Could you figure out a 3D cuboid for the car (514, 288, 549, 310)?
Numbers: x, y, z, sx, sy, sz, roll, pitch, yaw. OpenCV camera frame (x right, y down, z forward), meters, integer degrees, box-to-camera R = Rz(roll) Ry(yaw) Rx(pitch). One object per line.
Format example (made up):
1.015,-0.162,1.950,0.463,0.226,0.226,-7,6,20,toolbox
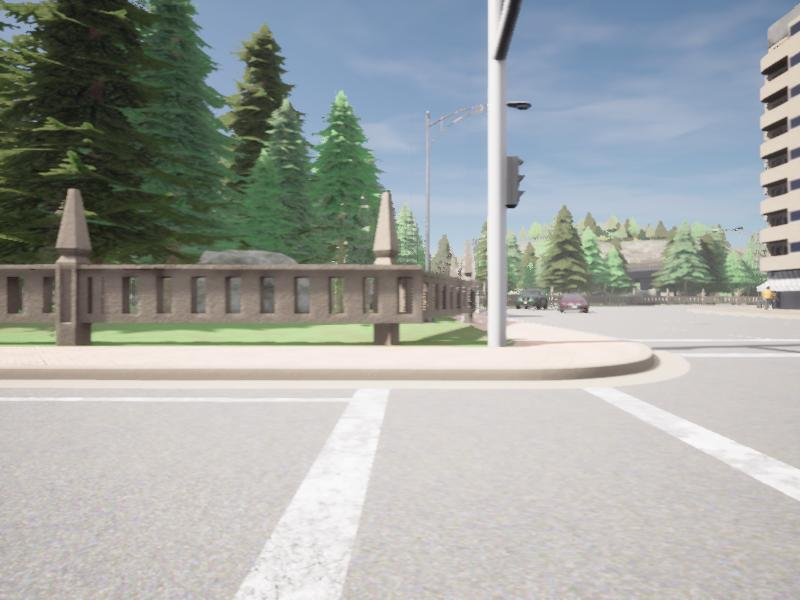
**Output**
12.879,-0.084,39.064,2.150,2.045,5.566,0,0,30,car

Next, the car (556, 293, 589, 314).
12.746,0.221,29.769,1.812,1.442,4.674,0,0,18,car

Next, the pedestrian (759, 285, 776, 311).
27.174,-0.138,29.597,0.751,1.860,0.751,0,0,26,pedestrian
